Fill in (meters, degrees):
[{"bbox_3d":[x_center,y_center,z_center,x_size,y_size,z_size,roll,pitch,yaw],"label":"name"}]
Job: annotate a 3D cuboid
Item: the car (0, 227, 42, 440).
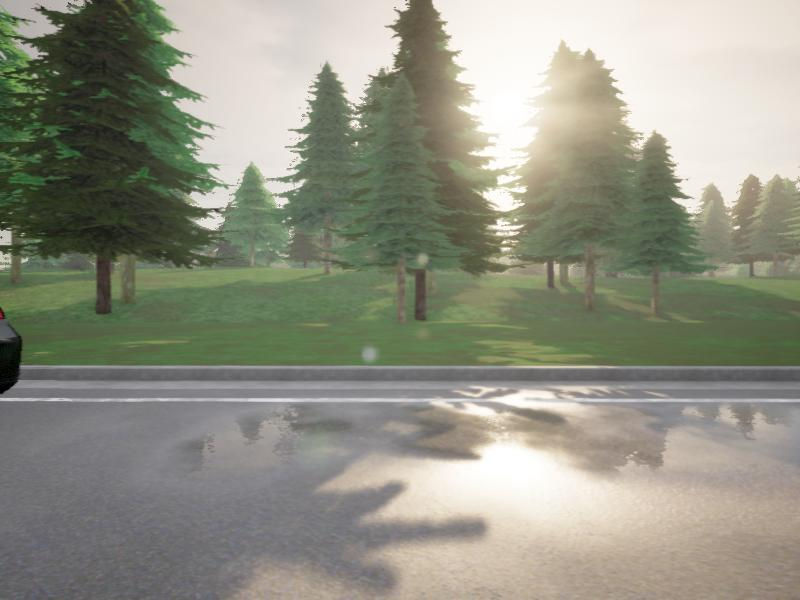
[{"bbox_3d":[-5.381,0.223,2.202,4.974,1.542,2.038,0,0,0],"label":"car"}]
